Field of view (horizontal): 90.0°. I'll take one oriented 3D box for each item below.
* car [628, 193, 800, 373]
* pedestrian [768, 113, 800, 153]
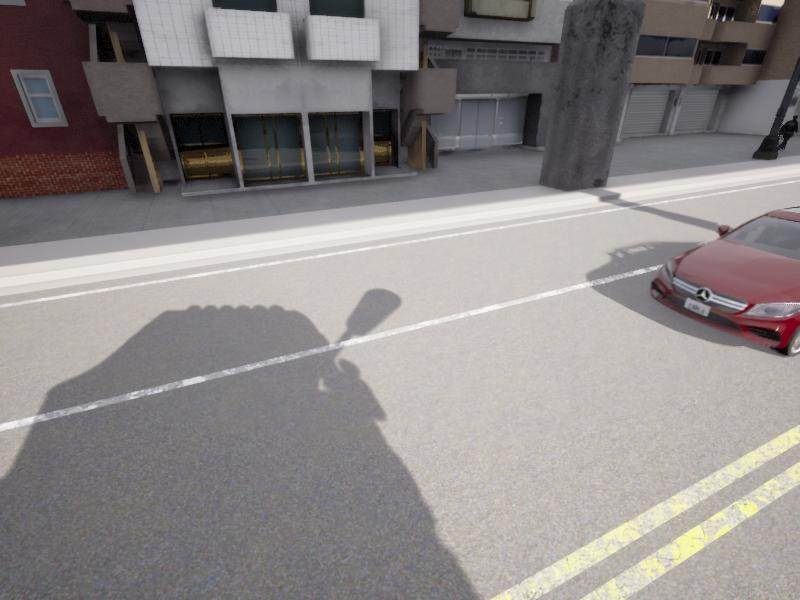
[{"bbox_3d":[6.093,-0.581,6.086,4.674,1.442,1.812,-12,29,-21],"label":"car"},{"bbox_3d":[20.357,-8.769,20.973,0.751,1.860,0.751,-11,29,-20],"label":"pedestrian"}]
